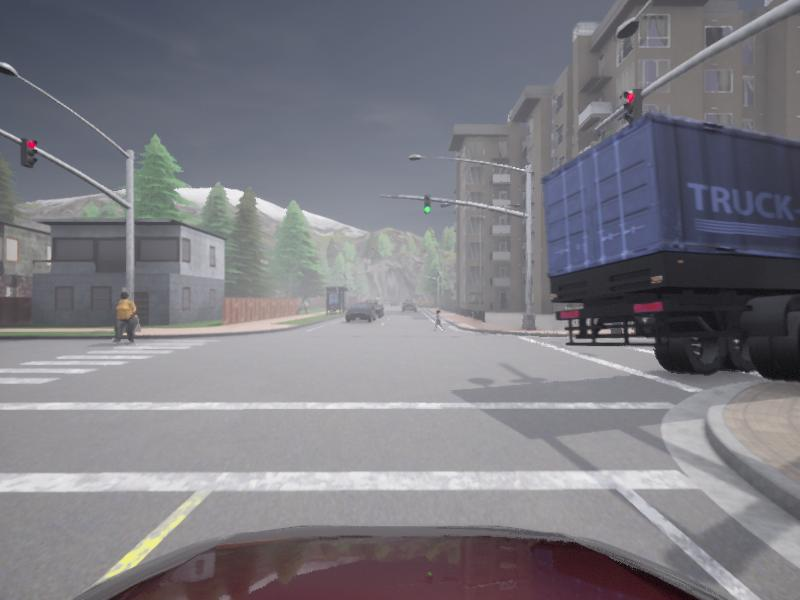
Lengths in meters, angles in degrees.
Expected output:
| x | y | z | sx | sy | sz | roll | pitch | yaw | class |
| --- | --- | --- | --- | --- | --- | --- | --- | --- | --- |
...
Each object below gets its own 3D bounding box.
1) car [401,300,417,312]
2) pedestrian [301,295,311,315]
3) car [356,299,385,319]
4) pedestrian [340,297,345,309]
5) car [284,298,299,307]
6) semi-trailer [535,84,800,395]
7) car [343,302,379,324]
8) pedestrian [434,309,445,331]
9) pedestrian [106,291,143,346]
| x | y | z | sx | sy | sz | roll | pitch | yaw | class |
| --- | --- | --- | --- | --- | --- | --- | --- | --- | --- |
| 1.238 | 0.817 | 54.574 | 2.038 | 1.542 | 4.974 | 0 | 0 | 1 | car |
| -8.787 | 0.479 | 37.354 | 0.751 | 1.860 | 0.751 | 0 | 0 | 3 | pedestrian |
| -2.644 | 0.775 | 36.994 | 2.152 | 1.651 | 5.027 | 0 | 0 | 1 | car |
| -9.030 | 0.475 | 62.891 | 0.751 | 1.860 | 0.751 | 0 | 0 | -2 | pedestrian |
| -23.125 | 0.490 | 85.170 | 1.932 | 1.855 | 4.605 | 0 | 0 | 0 | car |
| 10.046 | -0.683 | 8.983 | 14.254 | 4.402 | 2.717 | 1 | -6 | -18 | semi-trailer |
| -2.803 | 0.890 | 29.727 | 2.033 | 1.411 | 5.357 | 0 | 0 | 1 | car |
| 2.009 | 1.016 | 20.398 | 0.500 | 1.100 | 0.500 | 0 | 0 | -6 | pedestrian |
| -9.437 | 0.617 | 13.716 | 0.751 | 1.860 | 0.751 | 0 | 0 | -4 | pedestrian |
